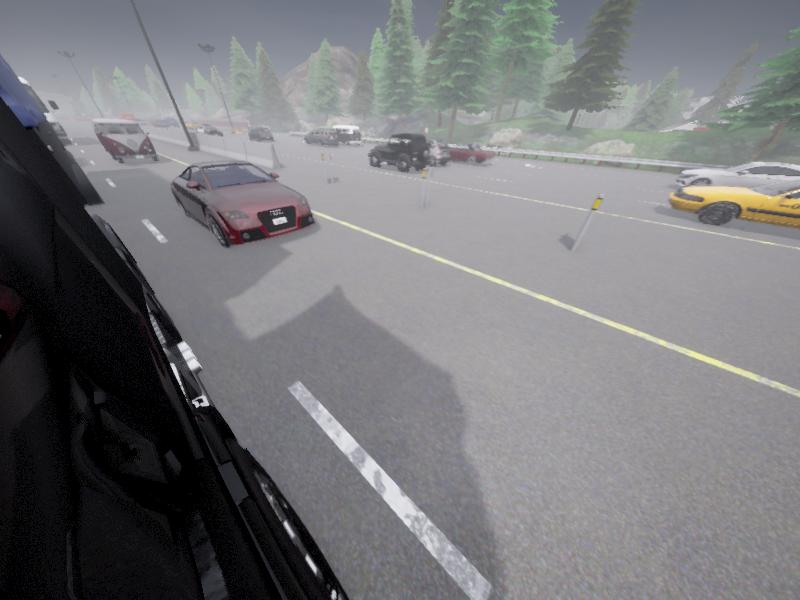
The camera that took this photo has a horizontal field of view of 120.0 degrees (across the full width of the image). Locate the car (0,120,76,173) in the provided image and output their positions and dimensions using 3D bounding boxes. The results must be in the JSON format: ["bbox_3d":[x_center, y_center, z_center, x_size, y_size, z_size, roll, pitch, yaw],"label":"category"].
[{"bbox_3d":[-18.065,-7.506,11.129,4.553,1.767,2.097,28,44,30],"label":"car"}]

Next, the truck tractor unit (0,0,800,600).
[{"bbox_3d":[-2.645,-0.295,0.351,6.516,4.208,3.053,28,44,30],"label":"truck tractor unit"}]

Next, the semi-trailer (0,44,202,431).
[{"bbox_3d":[-8.700,-3.591,4.245,14.254,4.402,2.717,28,44,30],"label":"semi-trailer"}]

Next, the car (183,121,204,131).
[{"bbox_3d":[-45.815,-38.591,51.194,5.366,1.575,1.801,28,44,30],"label":"car"}]

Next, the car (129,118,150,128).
[{"bbox_3d":[-59.750,-40.525,52.921,4.856,1.649,2.033,28,44,30],"label":"car"}]

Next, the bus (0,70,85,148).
[{"bbox_3d":[-30.703,-15.327,18.806,10.273,4.253,3.944,28,44,30],"label":"bus"}]

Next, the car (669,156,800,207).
[{"bbox_3d":[16.270,-5.583,10.743,4.674,1.442,1.812,28,44,30],"label":"car"}]

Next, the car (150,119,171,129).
[{"bbox_3d":[-56.533,-41.520,54.510,4.611,1.667,2.242,28,44,30],"label":"car"}]

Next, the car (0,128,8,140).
[{"bbox_3d":[-38.672,-15.709,21.025,4.611,1.667,2.242,28,44,30],"label":"car"}]

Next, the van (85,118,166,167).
[{"bbox_3d":[-15.595,-9.017,13.119,4.442,1.987,1.775,28,44,30],"label":"van"}]

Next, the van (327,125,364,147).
[{"bbox_3d":[-6.920,-20.913,29.381,4.480,2.038,2.069,28,44,30],"label":"van"}]

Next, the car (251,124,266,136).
[{"bbox_3d":[-27.308,-32.873,44.616,2.038,1.542,4.974,-13,40,-21],"label":"car"}]

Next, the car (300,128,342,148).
[{"bbox_3d":[-9.412,-19.339,27.457,4.611,1.667,2.242,28,44,30],"label":"car"}]

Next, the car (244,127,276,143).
[{"bbox_3d":[-17.716,-20.952,29.267,3.633,1.501,1.845,28,44,30],"label":"car"}]

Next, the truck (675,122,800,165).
[{"bbox_3d":[41.567,-19.603,28.799,8.468,3.827,2.891,30,45,32],"label":"truck"}]

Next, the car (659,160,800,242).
[{"bbox_3d":[11.472,-2.692,6.518,5.366,1.575,1.801,28,44,30],"label":"car"}]

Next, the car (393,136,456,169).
[{"bbox_3d":[1.633,-10.690,16.603,3.988,1.617,1.851,28,44,30],"label":"car"}]

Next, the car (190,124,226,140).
[{"bbox_3d":[-25.537,-22.362,30.717,4.974,1.542,2.038,28,44,30],"label":"car"}]

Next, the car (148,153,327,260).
[{"bbox_3d":[-4.046,-2.619,5.749,4.181,1.385,1.994,28,44,30],"label":"car"}]

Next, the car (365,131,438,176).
[{"bbox_3d":[-0.011,-8.930,13.933,3.866,1.878,1.905,28,44,30],"label":"car"}]

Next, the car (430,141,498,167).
[{"bbox_3d":[4.905,-11.566,18.208,4.718,1.301,1.895,28,44,30],"label":"car"}]
